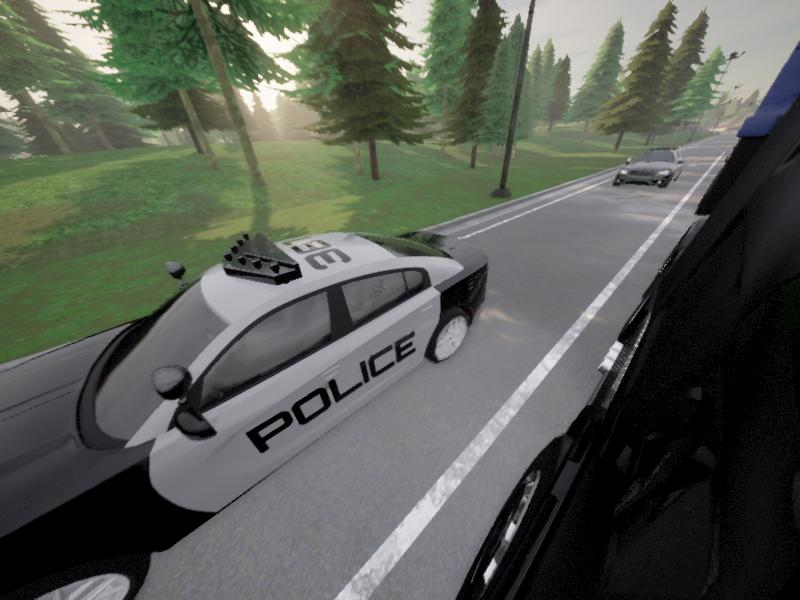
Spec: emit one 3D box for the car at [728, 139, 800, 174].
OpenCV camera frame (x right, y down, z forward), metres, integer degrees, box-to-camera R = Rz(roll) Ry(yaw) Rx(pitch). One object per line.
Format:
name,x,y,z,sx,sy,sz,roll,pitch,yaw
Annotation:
car,21.070,-8.330,13.323,4.181,1.385,1.994,-27,39,-31

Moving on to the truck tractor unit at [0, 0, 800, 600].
truck tractor unit,2.645,-0.295,0.351,6.516,4.208,3.053,-28,44,-30

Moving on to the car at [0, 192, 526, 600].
car,-1.208,0.292,2.255,5.238,1.638,1.930,-27,39,-31

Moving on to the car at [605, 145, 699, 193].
car,12.436,-6.540,11.354,4.974,1.542,2.038,-27,39,-31

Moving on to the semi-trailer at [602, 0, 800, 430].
semi-trailer,8.707,-3.468,4.399,14.254,4.402,2.717,-26,39,-31
